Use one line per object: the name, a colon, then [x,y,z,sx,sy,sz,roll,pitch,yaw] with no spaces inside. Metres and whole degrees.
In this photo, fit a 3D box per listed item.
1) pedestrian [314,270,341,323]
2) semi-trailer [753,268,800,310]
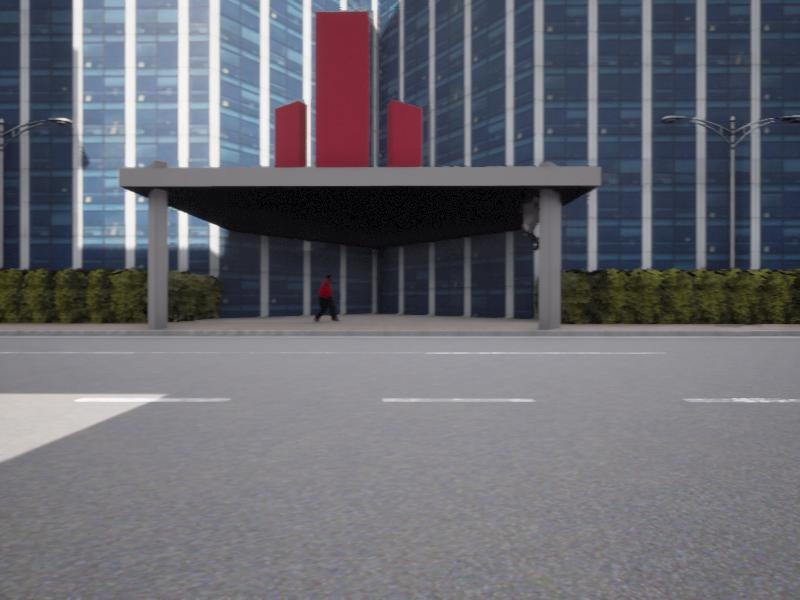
pedestrian: [-2.590,-0.117,14.310,0.751,1.860,0.751,0,0,10]
semi-trailer: [43.762,-1.188,40.916,2.717,4.402,14.254,0,0,0]
